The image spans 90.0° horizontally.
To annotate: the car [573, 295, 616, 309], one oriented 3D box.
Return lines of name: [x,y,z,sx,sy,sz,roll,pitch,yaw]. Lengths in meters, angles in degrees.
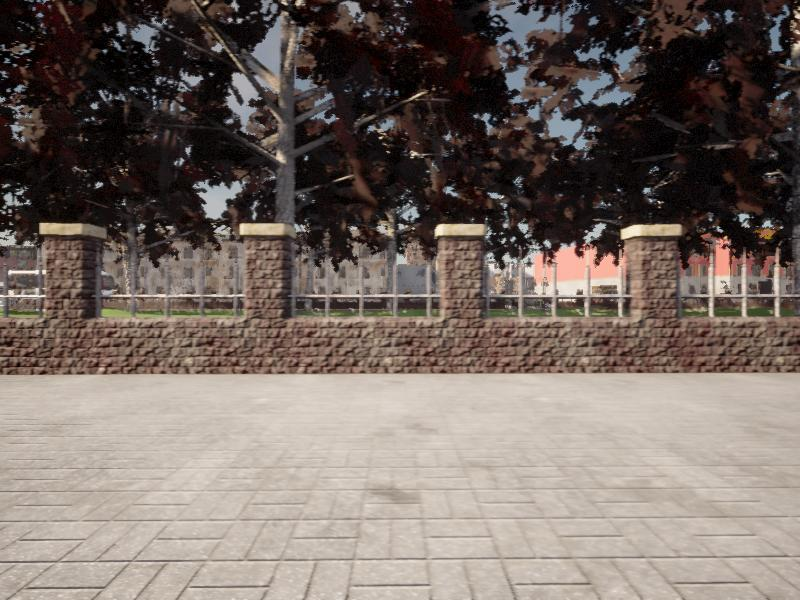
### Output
car: [21.495,0.247,44.297,3.806,1.475,1.970,0,0,0]

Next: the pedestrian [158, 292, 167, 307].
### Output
pedestrian: [-30.837,-0.064,51.948,0.751,1.860,0.751,0,0,-3]

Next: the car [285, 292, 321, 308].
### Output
car: [-11.521,0.045,47.905,3.866,1.878,1.905,0,0,-1]

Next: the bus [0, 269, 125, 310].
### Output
bus: [-36.543,-1.133,43.708,10.273,4.253,3.944,0,0,-1]

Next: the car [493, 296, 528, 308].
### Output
car: [13.261,0.222,48.204,3.633,1.501,1.845,0,0,-1]

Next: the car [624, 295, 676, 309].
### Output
car: [27.718,0.221,44.367,4.514,1.525,2.007,0,0,-1]

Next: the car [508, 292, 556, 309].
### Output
car: [14.517,0.047,44.220,4.605,1.855,1.932,0,0,-1]

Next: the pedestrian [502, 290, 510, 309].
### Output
pedestrian: [10.425,-0.071,39.299,0.751,1.860,0.751,0,0,10]
